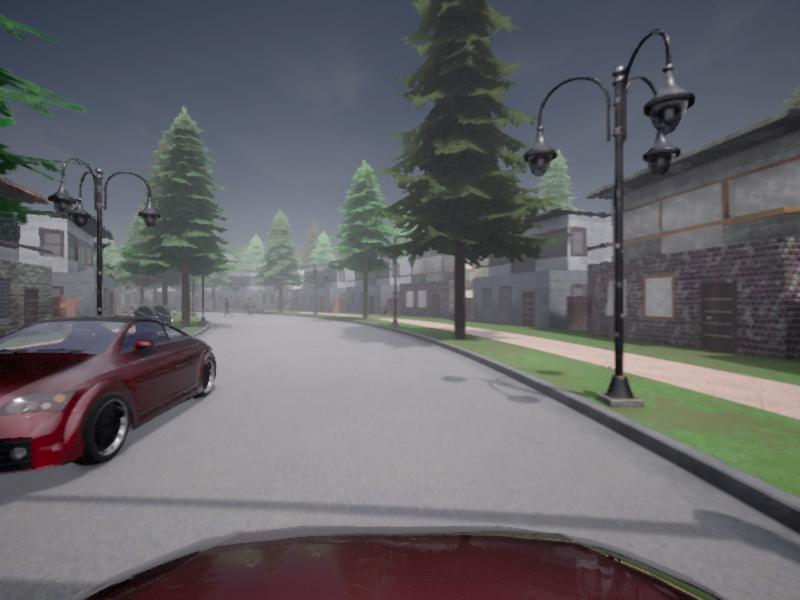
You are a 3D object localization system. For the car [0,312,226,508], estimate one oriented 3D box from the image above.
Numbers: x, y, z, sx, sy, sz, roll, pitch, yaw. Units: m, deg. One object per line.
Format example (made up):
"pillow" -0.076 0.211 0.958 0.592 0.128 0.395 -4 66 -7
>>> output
"car" -3.950 0.910 5.092 1.994 1.385 4.181 0 0 -6

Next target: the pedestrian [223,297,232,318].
"pedestrian" -15.504 0.641 35.904 0.751 1.860 0.751 0 0 -26
